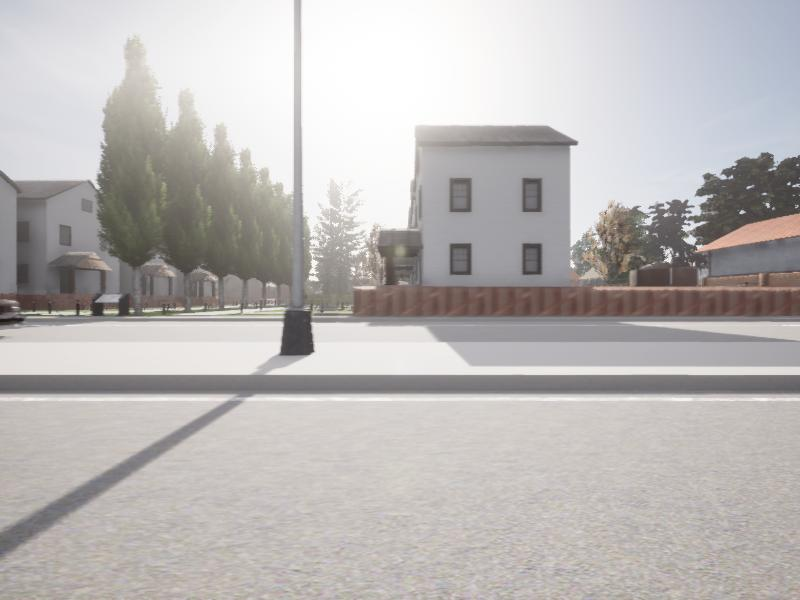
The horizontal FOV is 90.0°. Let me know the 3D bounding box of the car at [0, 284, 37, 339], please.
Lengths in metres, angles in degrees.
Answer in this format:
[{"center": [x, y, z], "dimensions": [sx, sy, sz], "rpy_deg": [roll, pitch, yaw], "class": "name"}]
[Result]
[{"center": [-12.867, 0.297, 10.207], "dimensions": [5.357, 1.411, 2.033], "rpy_deg": [0, 0, 0], "class": "car"}]
